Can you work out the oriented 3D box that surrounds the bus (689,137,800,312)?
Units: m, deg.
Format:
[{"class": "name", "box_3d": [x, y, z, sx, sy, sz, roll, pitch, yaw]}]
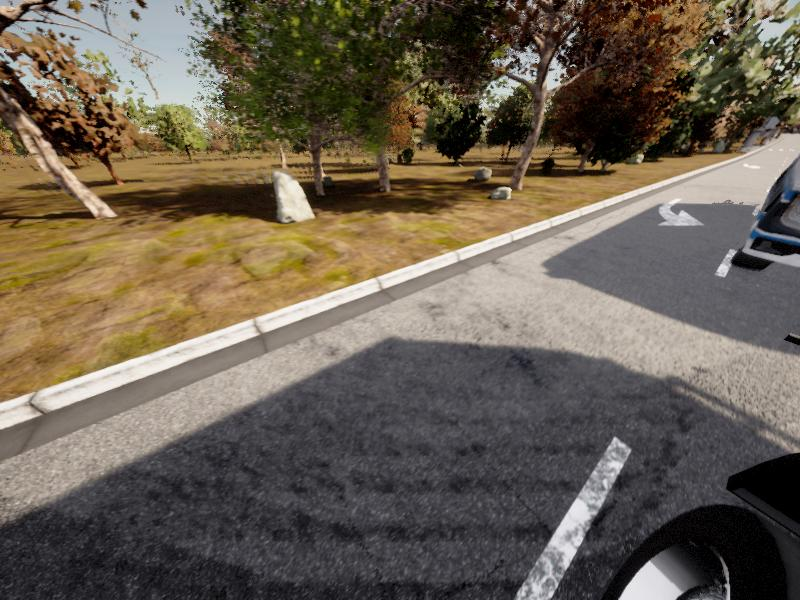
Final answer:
[{"class": "bus", "box_3d": [10.797, -2.930, 4.271, 10.273, 4.253, 3.944, -23, 41, -28]}]
